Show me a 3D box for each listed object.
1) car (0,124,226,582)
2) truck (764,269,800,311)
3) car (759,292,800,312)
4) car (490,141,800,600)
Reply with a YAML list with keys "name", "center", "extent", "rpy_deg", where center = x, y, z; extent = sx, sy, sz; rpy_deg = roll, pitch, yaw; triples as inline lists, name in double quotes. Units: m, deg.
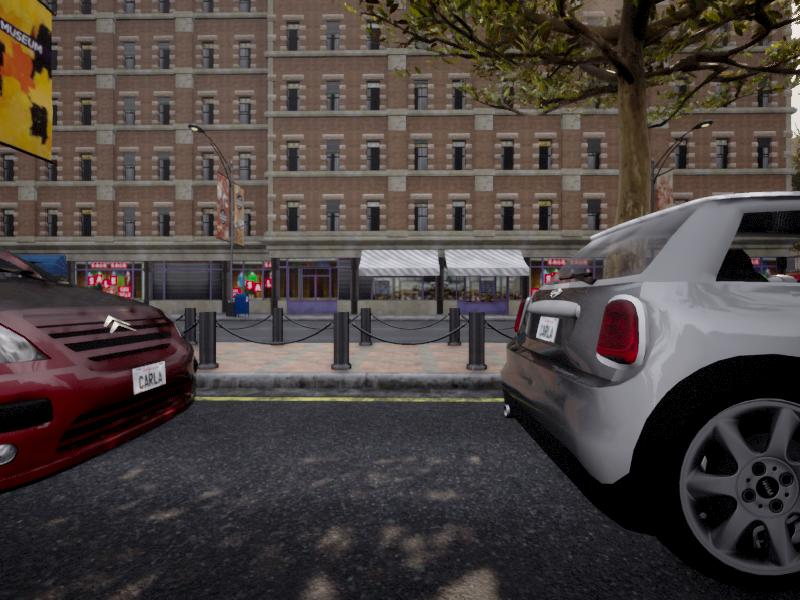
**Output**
- name: "car"
  center: [-3.390, 0.188, 2.287]
  extent: [3.988, 1.617, 1.851]
  rpy_deg: [0, 0, 1]
- name: "truck"
  center: [38.063, -0.920, 36.045]
  extent: [2.891, 3.827, 8.468]
  rpy_deg: [0, 0, 1]
- name: "car"
  center: [34.548, 0.171, 34.748]
  extent: [1.930, 1.638, 5.238]
  rpy_deg: [0, 0, 0]
- name: "car"
  center: [2.600, 0.253, 2.173]
  extent: [3.806, 1.475, 1.970]
  rpy_deg: [0, 0, 1]
